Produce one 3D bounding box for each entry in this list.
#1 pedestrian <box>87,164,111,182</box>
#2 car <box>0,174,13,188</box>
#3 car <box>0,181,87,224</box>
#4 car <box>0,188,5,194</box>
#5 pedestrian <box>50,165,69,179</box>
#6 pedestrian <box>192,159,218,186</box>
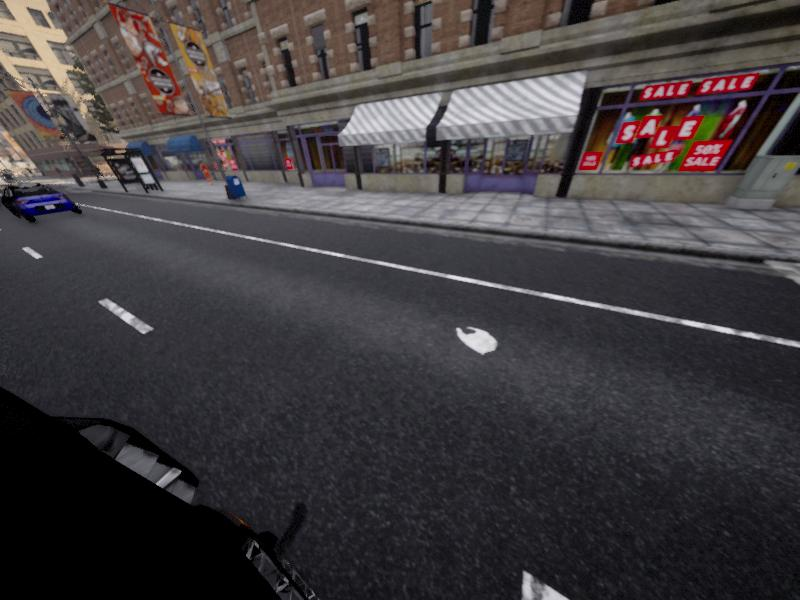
[{"bbox_3d":[-36.325,-15.326,27.870,0.751,1.860,0.751,8,35,16],"label":"pedestrian"},{"bbox_3d":[-54.059,-15.339,29.947,3.633,1.501,1.845,-4,34,-1],"label":"car"},{"bbox_3d":[-18.315,-5.022,11.631,4.193,1.474,1.816,15,38,25],"label":"car"},{"bbox_3d":[-41.569,-11.148,22.658,4.514,1.525,2.007,15,38,25],"label":"car"},{"bbox_3d":[-57.416,-21.576,38.952,0.751,1.860,0.751,4,34,11],"label":"pedestrian"},{"bbox_3d":[-15.915,-10.466,18.926,0.751,1.860,0.751,17,39,27],"label":"pedestrian"}]
